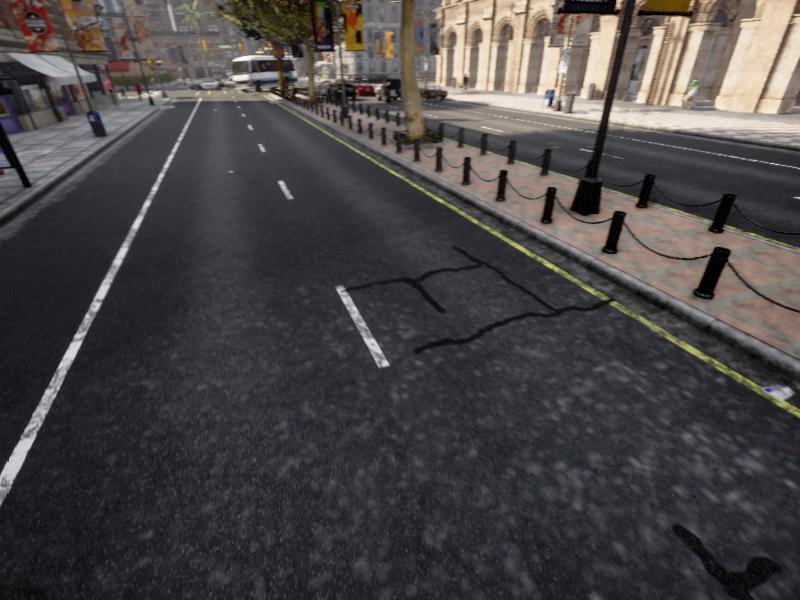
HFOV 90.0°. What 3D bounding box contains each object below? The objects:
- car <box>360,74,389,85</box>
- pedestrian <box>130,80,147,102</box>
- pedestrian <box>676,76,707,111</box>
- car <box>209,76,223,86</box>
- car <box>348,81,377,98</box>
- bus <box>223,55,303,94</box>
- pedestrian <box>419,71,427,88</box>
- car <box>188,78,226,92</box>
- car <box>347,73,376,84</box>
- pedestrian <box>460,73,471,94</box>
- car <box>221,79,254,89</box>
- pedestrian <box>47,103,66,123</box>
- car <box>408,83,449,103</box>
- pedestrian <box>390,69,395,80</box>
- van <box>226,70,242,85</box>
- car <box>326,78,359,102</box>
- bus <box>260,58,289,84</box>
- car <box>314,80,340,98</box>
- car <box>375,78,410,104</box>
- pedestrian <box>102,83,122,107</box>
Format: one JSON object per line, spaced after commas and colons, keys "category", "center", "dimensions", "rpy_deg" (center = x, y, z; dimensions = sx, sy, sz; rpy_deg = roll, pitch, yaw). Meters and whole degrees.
{"category": "car", "center": [-4.428, -37.925, 68.708], "dimensions": [4.514, 1.525, 2.007], "rpy_deg": [-12, 32, -18]}
{"category": "pedestrian", "center": [-26.032, -20.785, 39.847], "dimensions": [0.751, 1.860, 0.751], "rpy_deg": [-13, 32, -18]}
{"category": "pedestrian", "center": [17.904, -12.710, 24.597], "dimensions": [0.751, 1.860, 0.751], "rpy_deg": [-12, 32, -18]}
{"category": "car", "center": [-36.457, -43.429, 79.312], "dimensions": [2.033, 1.411, 5.357], "rpy_deg": [-12, 32, -18]}
{"category": "car", "center": [-4.155, -23.155, 43.887], "dimensions": [1.994, 1.385, 4.181], "rpy_deg": [-12, 32, -18]}
{"category": "bus", "center": [-18.613, -31.512, 55.703], "dimensions": [3.944, 4.253, 10.273], "rpy_deg": [11, 33, 23]}
{"category": "pedestrian", "center": [3.075, -29.366, 53.294], "dimensions": [0.751, 1.860, 0.751], "rpy_deg": [-12, 32, -18]}
{"category": "car", "center": [-29.086, -32.474, 60.390], "dimensions": [4.974, 1.542, 2.038], "rpy_deg": [-13, 32, -18]}
{"category": "car", "center": [-6.821, -39.375, 71.112], "dimensions": [4.611, 1.667, 2.242], "rpy_deg": [-12, 32, -18]}
{"category": "pedestrian", "center": [6.893, -22.688, 41.867], "dimensions": [0.751, 1.860, 0.751], "rpy_deg": [-11, 32, -17]}
{"category": "car", "center": [-26.255, -34.919, 64.650], "dimensions": [4.718, 1.301, 1.895], "rpy_deg": [-13, 32, -18]}
{"category": "pedestrian", "center": [-21.575, -11.746, 25.151], "dimensions": [0.500, 1.100, 0.500], "rpy_deg": [-14, 33, -20]}
{"category": "car", "center": [2.559, -19.100, 36.848], "dimensions": [1.895, 1.301, 4.718], "rpy_deg": [-12, 32, -18]}
{"category": "pedestrian", "center": [-1.531, -46.056, 81.678], "dimensions": [0.751, 1.860, 0.751], "rpy_deg": [-12, 32, -18]}
{"category": "van", "center": [-33.383, -44.797, 80.497], "dimensions": [2.351, 2.431, 6.366], "rpy_deg": [-12, 32, -18]}
{"category": "car", "center": [-5.653, -20.432, 38.837], "dimensions": [1.932, 1.855, 4.605], "rpy_deg": [-12, 32, -18]}
{"category": "bus", "center": [-25.633, -46.615, 81.497], "dimensions": [3.944, 4.253, 10.273], "rpy_deg": [-12, 32, -18]}
{"category": "car", "center": [-8.112, -23.418, 44.317], "dimensions": [1.845, 1.501, 3.633], "rpy_deg": [-12, 32, -18]}
{"category": "car", "center": [-0.708, -19.001, 36.225], "dimensions": [1.905, 1.878, 3.866], "rpy_deg": [-12, 32, -18]}
{"category": "pedestrian", "center": [-25.096, -17.880, 34.902], "dimensions": [0.751, 1.860, 0.751], "rpy_deg": [-14, 33, -20]}
